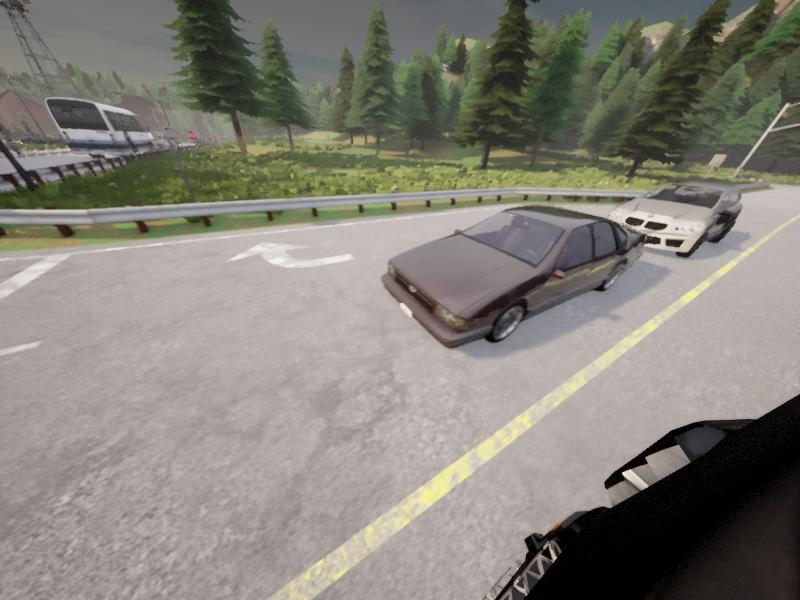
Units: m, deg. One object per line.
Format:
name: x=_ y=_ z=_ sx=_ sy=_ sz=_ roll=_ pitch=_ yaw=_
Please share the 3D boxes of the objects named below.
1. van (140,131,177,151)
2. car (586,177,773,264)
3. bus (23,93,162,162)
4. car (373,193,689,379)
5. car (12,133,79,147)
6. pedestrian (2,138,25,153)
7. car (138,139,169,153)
van: x=-40.620 y=-26.748 z=38.831 sx=6.366 sy=2.431 sz=2.351 roll=24 pitch=38 yaw=28
car: x=8.565 y=-2.710 z=7.162 sx=4.611 sy=1.667 sz=2.242 roll=-16 pitch=38 yaw=-26
bus: x=-28.094 y=-16.247 z=22.381 sx=3.944 sy=4.253 sz=10.273 roll=-15 pitch=38 yaw=-25
car: x=2.406 y=-0.848 z=4.140 sx=5.357 sy=1.411 sz=2.033 roll=-16 pitch=38 yaw=-26
car: x=-51.663 y=-23.467 z=33.900 sx=4.792 sy=1.488 sz=2.163 roll=-16 pitch=38 yaw=-26
pedestrian: x=-35.254 y=-14.079 z=21.093 sx=0.500 sy=1.100 sz=0.500 roll=-16 pitch=38 yaw=-25
car: x=-34.091 y=-21.406 z=32.118 sx=1.845 sy=1.501 sz=3.633 roll=-15 pitch=38 yaw=-25
